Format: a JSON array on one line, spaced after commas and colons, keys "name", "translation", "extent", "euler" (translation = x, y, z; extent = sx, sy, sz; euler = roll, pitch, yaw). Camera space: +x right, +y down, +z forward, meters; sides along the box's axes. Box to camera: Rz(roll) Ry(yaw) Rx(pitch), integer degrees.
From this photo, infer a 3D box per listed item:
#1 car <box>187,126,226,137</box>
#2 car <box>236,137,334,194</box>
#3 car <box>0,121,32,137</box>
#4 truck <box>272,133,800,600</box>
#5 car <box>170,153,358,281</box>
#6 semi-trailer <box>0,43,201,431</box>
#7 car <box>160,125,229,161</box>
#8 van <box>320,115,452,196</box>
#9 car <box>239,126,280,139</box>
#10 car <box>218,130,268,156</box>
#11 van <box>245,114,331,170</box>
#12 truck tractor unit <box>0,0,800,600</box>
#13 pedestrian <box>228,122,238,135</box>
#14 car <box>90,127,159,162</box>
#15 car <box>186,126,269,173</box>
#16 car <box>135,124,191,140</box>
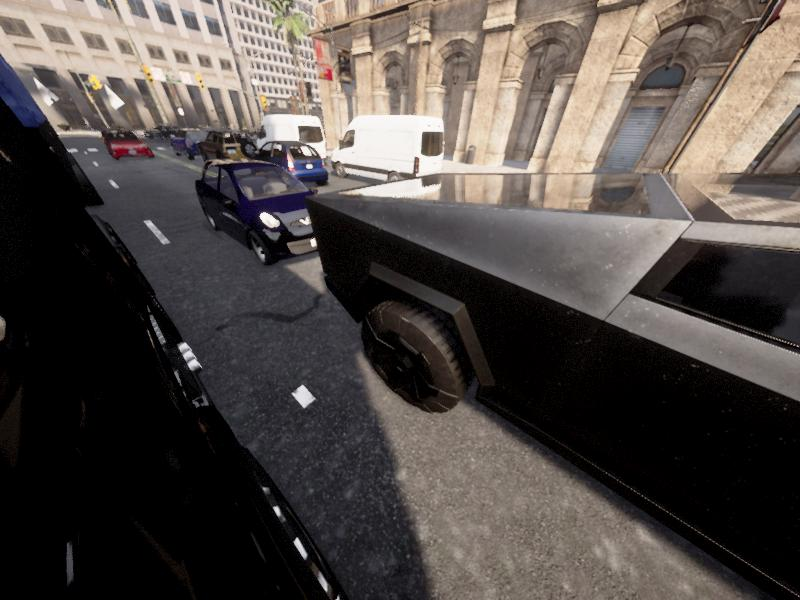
[{"name": "car", "translation": [-30.601, -26.685, 36.624], "extent": [1.994, 1.385, 4.181], "euler": [28, 44, 30]}, {"name": "car", "translation": [-4.980, -5.967, 10.014], "extent": [3.988, 1.617, 1.851], "euler": [28, 44, 30]}, {"name": "car", "translation": [-43.379, -18.066, 24.368], "extent": [1.895, 1.301, 4.718], "euler": [28, 44, 30]}, {"name": "truck", "translation": [2.230, 0.408, 1.437], "extent": [6.274, 2.098, 2.390], "euler": [28, 43, 30]}, {"name": "car", "translation": [-2.884, -2.074, 4.962], "extent": [3.633, 1.501, 1.845], "euler": [28, 44, 30]}, {"name": "semi-trailer", "translation": [-8.700, -3.589, 4.248], "extent": [14.254, 4.402, 2.717], "euler": [28, 44, 30]}, {"name": "car", "translation": [-14.388, -11.040, 16.146], "extent": [4.553, 1.767, 2.097], "euler": [28, 44, 30]}, {"name": "van", "translation": [-0.894, -6.909, 10.733], "extent": [5.915, 2.561, 1.988], "euler": [28, 44, 30]}, {"name": "car", "translation": [-23.555, -28.311, 38.983], "extent": [1.930, 1.638, 5.238], "euler": [28, 44, 30]}, {"name": "car", "translation": [-12.785, -12.817, 18.849], "extent": [3.633, 1.501, 1.845], "euler": [28, 44, 30]}, {"name": "van", "translation": [-7.288, -10.321, 14.959], "extent": [5.915, 2.561, 1.988], "euler": [28, 44, 30]}, {"name": "truck tractor unit", "translation": [-2.645, -0.295, 0.351], "extent": [6.516, 4.208, 3.053], "euler": [28, 44, 30]}, {"name": "pedestrian", "translation": [-30.867, -31.700, 42.647], "extent": [0.751, 1.860, 0.751], "euler": [-3, 37, -8]}, {"name": "car", "translation": [-17.787, -10.090, 14.900], "extent": [4.514, 1.525, 2.007], "euler": [29, 44, 31]}, {"name": "car", "translation": [-9.756, -8.625, 13.090], "extent": [4.605, 1.855, 1.932], "euler": [28, 44, 30]}, {"name": "car", "translation": [-29.525, -21.085, 29.049], "extent": [1.837, 1.490, 4.892], "euler": [4, 37, 4]}]
